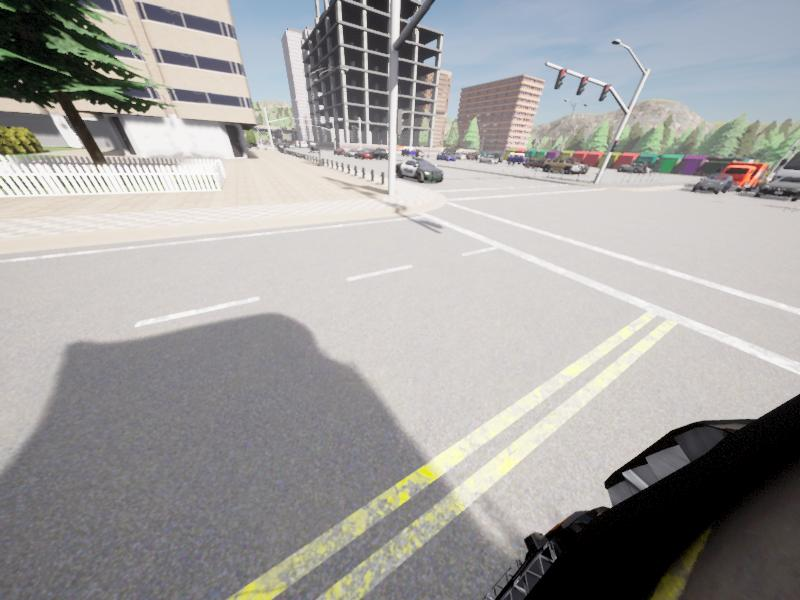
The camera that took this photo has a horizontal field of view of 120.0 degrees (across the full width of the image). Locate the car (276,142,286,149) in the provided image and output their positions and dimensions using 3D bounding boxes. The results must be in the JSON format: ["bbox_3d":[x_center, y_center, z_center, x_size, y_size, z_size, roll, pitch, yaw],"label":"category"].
[{"bbox_3d":[-39.532,-51.172,76.527,2.033,1.649,4.856,-16,38,-26],"label":"car"}]

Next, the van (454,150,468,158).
[{"bbox_3d":[22.061,-52.775,83.534,4.480,2.038,2.069,-16,38,-26],"label":"van"}]

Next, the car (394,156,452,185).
[{"bbox_3d":[1.575,-10.389,18.408,2.038,1.542,4.974,-15,38,-26],"label":"car"}]

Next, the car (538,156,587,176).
[{"bbox_3d":[21.520,-17.955,30.869,1.932,1.855,4.605,-16,38,-26],"label":"car"}]

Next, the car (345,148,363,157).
[{"bbox_3d":[-10.606,-33.968,53.142,2.033,1.411,5.357,-16,38,-26],"label":"car"}]

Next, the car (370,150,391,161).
[{"bbox_3d":[-3.716,-27.206,43.365,1.882,1.535,5.008,-16,38,-26],"label":"car"}]

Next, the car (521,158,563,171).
[{"bbox_3d":[23.186,-22.297,37.989,2.033,1.415,5.357,-16,38,-26],"label":"car"}]

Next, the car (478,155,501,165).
[{"bbox_3d":[17.683,-27.773,45.819,1.970,1.475,3.806,-16,38,-26],"label":"car"}]

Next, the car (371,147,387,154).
[{"bbox_3d":[-6.767,-48.912,75.583,4.892,1.490,1.837,-16,38,-26],"label":"car"}]

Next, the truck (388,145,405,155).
[{"bbox_3d":[-1.160,-53.040,81.637,5.204,2.467,2.627,-16,38,-26],"label":"truck"}]

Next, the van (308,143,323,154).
[{"bbox_3d":[-19.996,-35.846,54.629,2.069,2.038,4.480,-16,38,-26],"label":"van"}]

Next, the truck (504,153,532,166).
[{"bbox_3d":[25.198,-30.177,49.454,2.069,2.038,4.478,-16,38,-26],"label":"truck"}]

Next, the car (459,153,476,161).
[{"bbox_3d":[17.662,-37.412,60.317,1.784,1.438,3.905,-16,38,-26],"label":"car"}]

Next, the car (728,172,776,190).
[{"bbox_3d":[40.451,-13.701,26.546,5.366,1.575,1.801,-15,37,-25],"label":"car"}]

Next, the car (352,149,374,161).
[{"bbox_3d":[-6.649,-26.234,41.708,2.163,1.488,4.792,-16,38,-26],"label":"car"}]

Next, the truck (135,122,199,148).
[{"bbox_3d":[-49.367,-35.190,49.505,8.468,3.827,2.891,-15,38,-26],"label":"truck"}]

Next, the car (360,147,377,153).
[{"bbox_3d":[-10.477,-49.981,77.140,5.357,1.411,2.033,-16,38,-26],"label":"car"}]

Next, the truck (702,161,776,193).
[{"bbox_3d":[33.934,-12.355,23.173,5.204,2.467,2.627,-15,37,-25],"label":"truck"}]

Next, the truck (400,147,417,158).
[{"bbox_3d":[2.110,-37.367,58.423,2.069,2.038,4.478,-16,38,-26],"label":"truck"}]

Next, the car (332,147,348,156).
[{"bbox_3d":[-13.341,-32.840,51.171,1.812,1.442,4.674,-16,38,-26],"label":"car"}]

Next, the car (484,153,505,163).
[{"bbox_3d":[22.008,-33.267,54.035,1.905,1.878,3.866,-16,38,-26],"label":"car"}]

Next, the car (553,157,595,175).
[{"bbox_3d":[24.054,-18.629,32.098,1.905,1.878,3.866,-16,38,-26],"label":"car"}]

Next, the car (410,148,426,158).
[{"bbox_3d":[4.578,-38.026,59.791,1.932,1.855,4.605,-16,38,-26],"label":"car"}]

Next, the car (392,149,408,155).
[{"bbox_3d":[-0.016,-50.744,79.113,4.611,1.667,2.242,-16,38,-26],"label":"car"}]

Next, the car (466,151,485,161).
[{"bbox_3d":[19.970,-38.264,61.410,1.932,1.855,4.605,-16,38,-26],"label":"car"}]

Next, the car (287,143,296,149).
[{"bbox_3d":[-37.388,-52.846,79.335,1.851,1.617,3.988,-16,38,-26],"label":"car"}]

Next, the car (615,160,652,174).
[{"bbox_3d":[41.027,-23.411,40.708,1.905,1.878,3.866,-16,38,-26],"label":"car"}]

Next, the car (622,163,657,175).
[{"bbox_3d":[43.528,-23.909,42.098,1.970,1.475,3.806,-16,38,-26],"label":"car"}]

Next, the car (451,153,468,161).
[{"bbox_3d":[15.154,-36.684,59.069,1.970,1.475,3.806,-16,38,-26],"label":"car"}]

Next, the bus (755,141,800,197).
[{"bbox_3d":[40.977,-12.661,22.597,10.273,4.253,3.944,-15,37,-25],"label":"bus"}]

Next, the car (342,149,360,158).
[{"bbox_3d":[-9.846,-29.320,46.275,1.895,1.301,4.718,-16,38,-26],"label":"car"}]

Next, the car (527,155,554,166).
[{"bbox_3d":[32.280,-32.121,53.141,1.932,1.855,4.605,-16,38,-26],"label":"car"}]

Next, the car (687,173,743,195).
[{"bbox_3d":[27.977,-10.365,20.534,3.633,1.501,1.845,-15,38,-25],"label":"car"}]

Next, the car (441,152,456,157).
[{"bbox_3d":[17.747,-53.539,84.871,4.902,1.511,2.128,-16,38,-26],"label":"car"}]

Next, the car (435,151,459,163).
[{"bbox_3d":[9.608,-29.668,47.890,2.242,1.667,4.611,-16,38,-26],"label":"car"}]

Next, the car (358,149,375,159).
[{"bbox_3d":[-6.969,-30.381,47.979,1.812,1.442,4.674,-16,38,-26],"label":"car"}]

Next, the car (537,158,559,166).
[{"bbox_3d":[34.811,-32.617,54.478,1.784,1.438,3.905,-16,38,-26],"label":"car"}]

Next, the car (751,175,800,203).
[{"bbox_3d":[32.217,-9.350,19.264,5.027,1.651,2.152,-16,38,-26],"label":"car"}]

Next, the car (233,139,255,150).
[{"bbox_3d":[-36.024,-35.917,53.474,3.866,1.878,1.905,-16,38,-27],"label":"car"}]
